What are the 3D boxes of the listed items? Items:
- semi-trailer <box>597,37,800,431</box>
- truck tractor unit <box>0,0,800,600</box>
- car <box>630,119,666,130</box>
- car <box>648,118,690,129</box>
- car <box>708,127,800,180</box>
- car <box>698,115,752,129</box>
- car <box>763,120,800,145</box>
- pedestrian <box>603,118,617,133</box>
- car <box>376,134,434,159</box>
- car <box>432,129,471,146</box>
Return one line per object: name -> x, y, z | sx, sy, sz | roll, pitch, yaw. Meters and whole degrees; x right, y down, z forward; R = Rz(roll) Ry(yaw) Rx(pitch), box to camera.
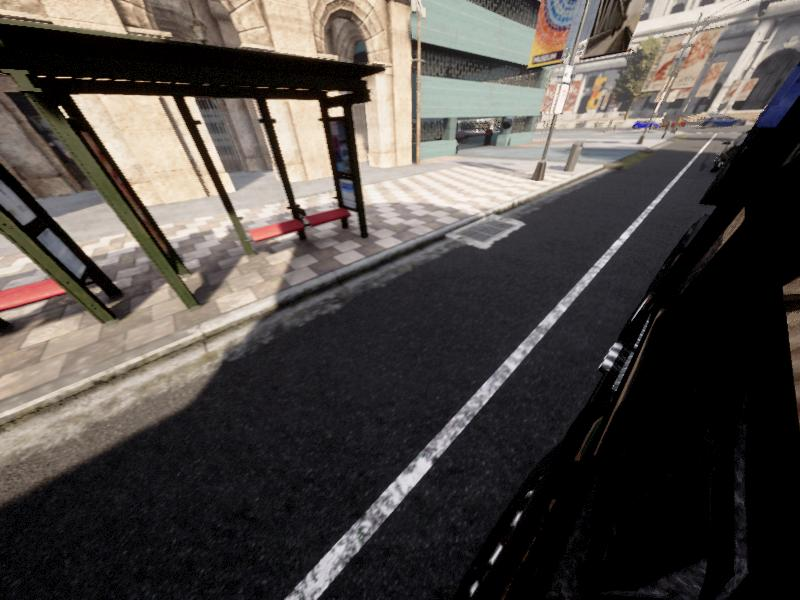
semi-trailer -> 8.735, -3.579, 4.192 | 14.254, 4.402, 2.717 | -28, 44, -29
truck tractor unit -> 2.645, -0.295, 0.351 | 6.516, 4.208, 3.053 | -28, 44, -30
car -> 46.686, -33.080, 43.617 | 1.816, 1.474, 4.193 | -29, 44, -31
car -> 50.955, -33.443, 43.839 | 2.163, 1.488, 4.792 | -29, 44, -31
car -> 15.748, -6.622, 10.255 | 4.892, 1.490, 1.837 | -29, 44, -31
car -> 52.920, -29.048, 37.745 | 2.033, 1.649, 4.856 | -29, 44, -31
car -> 31.527, -13.315, 18.247 | 1.812, 1.442, 4.674 | 25, 45, 31
pedestrian -> 33.704, -28.027, 37.063 | 0.751, 1.860, 0.751 | -21, 41, -23
car -> 0.497, -13.626, 20.361 | 4.786, 1.482, 2.161 | -29, 44, -31
car -> 6.432, -20.300, 28.820 | 4.902, 1.511, 2.128 | -29, 44, -31
